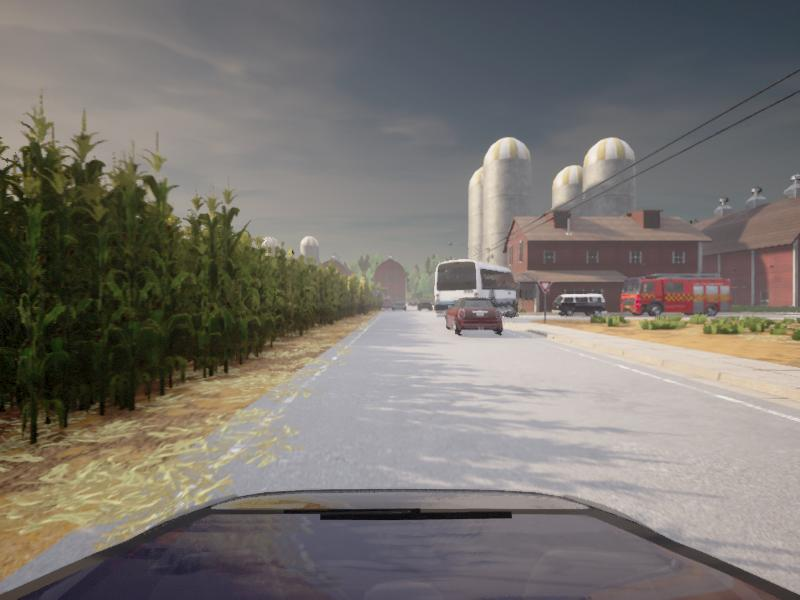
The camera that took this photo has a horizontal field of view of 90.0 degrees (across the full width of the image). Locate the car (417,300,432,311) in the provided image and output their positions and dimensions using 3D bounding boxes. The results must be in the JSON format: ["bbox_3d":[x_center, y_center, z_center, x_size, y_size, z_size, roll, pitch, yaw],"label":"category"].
[{"bbox_3d":[3.435,0.760,56.905,1.837,1.490,4.892,0,0,-1],"label":"car"}]

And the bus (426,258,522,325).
[{"bbox_3d":[6.073,-0.580,30.534,3.944,4.253,10.273,-1,0,30],"label":"bus"}]

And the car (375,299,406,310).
[{"bbox_3d":[-1.547,0.682,64.394,4.856,1.649,2.033,0,0,37],"label":"car"}]

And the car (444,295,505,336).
[{"bbox_3d":[3.462,0.664,19.412,2.097,1.767,4.553,0,0,0],"label":"car"}]

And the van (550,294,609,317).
[{"bbox_3d":[16.236,0.488,36.327,4.480,2.038,2.069,0,0,-1],"label":"van"}]

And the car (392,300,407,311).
[{"bbox_3d":[-0.147,0.742,56.634,2.038,1.542,4.974,0,0,-2],"label":"car"}]

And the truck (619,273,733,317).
[{"bbox_3d":[24.981,-0.404,36.481,8.468,3.827,2.891,0,0,-1],"label":"truck"}]
